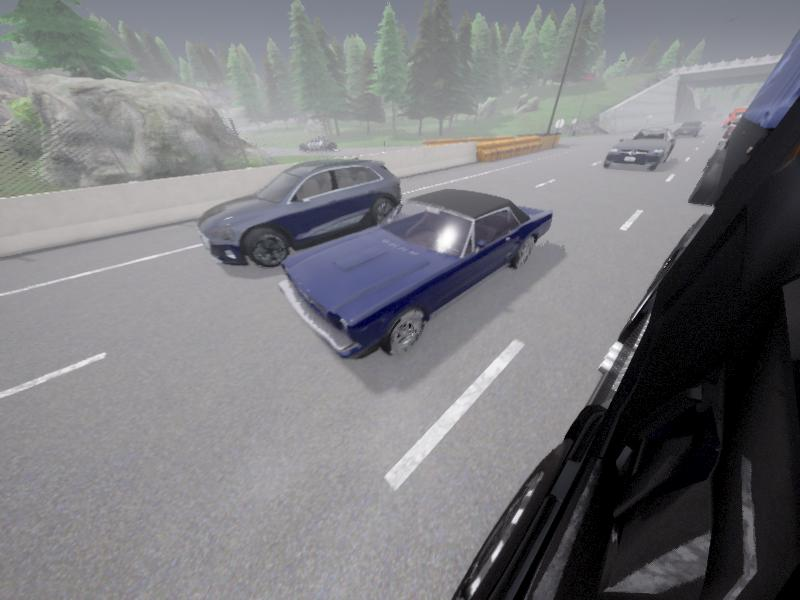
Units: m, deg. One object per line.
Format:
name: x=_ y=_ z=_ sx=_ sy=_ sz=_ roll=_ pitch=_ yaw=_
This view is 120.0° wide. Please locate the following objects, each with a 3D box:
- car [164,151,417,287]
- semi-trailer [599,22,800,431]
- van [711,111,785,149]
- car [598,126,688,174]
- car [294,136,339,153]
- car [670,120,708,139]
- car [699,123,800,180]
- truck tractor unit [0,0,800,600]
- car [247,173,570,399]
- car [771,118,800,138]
car: x=-2.041 y=-2.368 z=5.591 sx=4.856 sy=1.649 sz=2.033 roll=-30 pitch=44 yaw=-31
semi-trailer: x=8.601 y=-3.674 z=4.315 sx=14.254 sy=4.402 sz=2.717 roll=-29 pitch=44 yaw=-31
van: x=25.427 y=-12.565 z=17.059 sx=4.480 sy=2.038 sz=2.069 roll=-29 pitch=44 yaw=-31
car: x=12.901 y=-8.070 z=12.226 sx=5.027 sy=1.651 sz=2.152 roll=-30 pitch=44 yaw=-31
car: x=-10.838 y=-20.204 z=30.020 sx=4.974 sy=1.542 sz=2.038 roll=10 pitch=39 yaw=16
car: x=32.004 y=-18.918 z=25.554 sx=4.892 sy=1.490 sz=1.837 roll=-30 pitch=44 yaw=-31
car: x=15.463 y=-6.692 z=10.228 sx=4.856 sy=1.649 sz=2.033 roll=-30 pitch=45 yaw=-32
truck tractor unit: x=2.645 y=-0.295 z=0.351 sx=6.516 sy=4.208 sz=3.053 roll=-28 pitch=44 yaw=-30
car: x=0.599 y=-0.916 z=3.761 sx=4.718 sy=1.301 sz=1.895 roll=-30 pitch=44 yaw=-31
car: x=36.697 y=-15.897 z=21.327 sx=4.181 sy=1.385 sz=1.994 roll=-30 pitch=44 yaw=-31
